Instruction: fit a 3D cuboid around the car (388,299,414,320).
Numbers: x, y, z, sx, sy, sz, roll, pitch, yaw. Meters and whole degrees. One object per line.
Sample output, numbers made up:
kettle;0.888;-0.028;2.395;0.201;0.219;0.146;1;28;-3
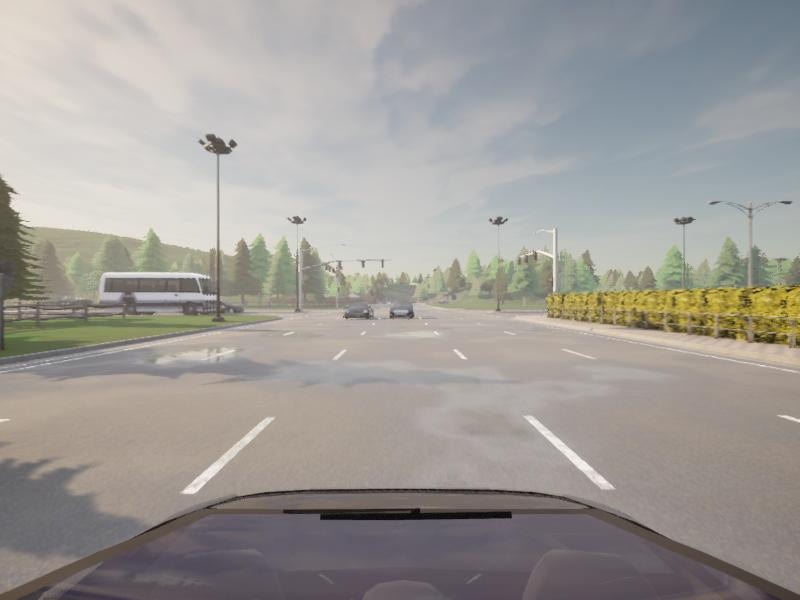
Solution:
car;0.162;0.777;34.015;2.033;1.649;4.856;0;0;2

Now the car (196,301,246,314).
car;-20.678;0.844;46.307;4.892;1.490;1.837;0;0;-1

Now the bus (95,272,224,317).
bus;-23.326;-0.534;39.384;10.273;4.253;3.944;0;0;-1

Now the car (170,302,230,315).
car;-21.304;0.895;42.795;5.357;1.411;2.033;0;0;-1

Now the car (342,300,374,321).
car;-3.369;0.824;33.232;2.038;1.542;4.974;0;0;2
